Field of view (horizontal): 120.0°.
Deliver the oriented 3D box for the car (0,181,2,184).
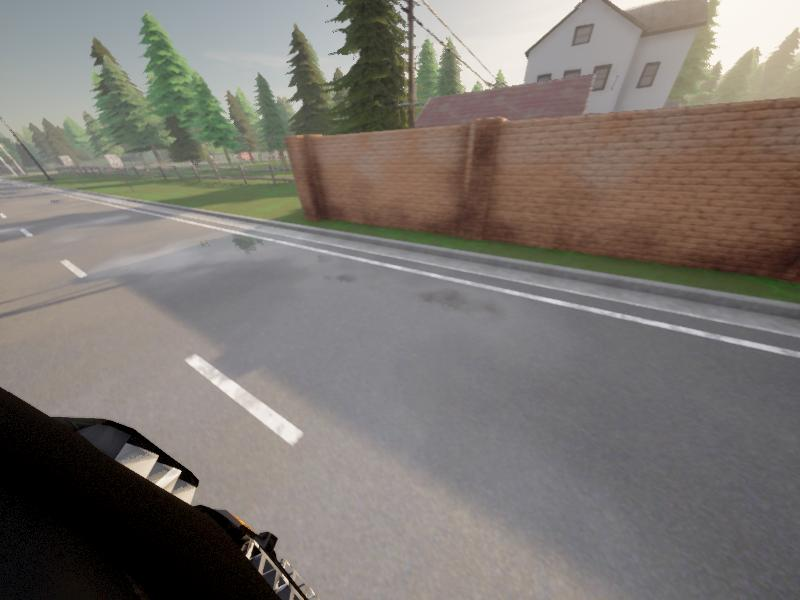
[{"bbox_3d":[-59.810,-17.604,32.887,5.566,2.045,2.150,16,38,26],"label":"car"}]
